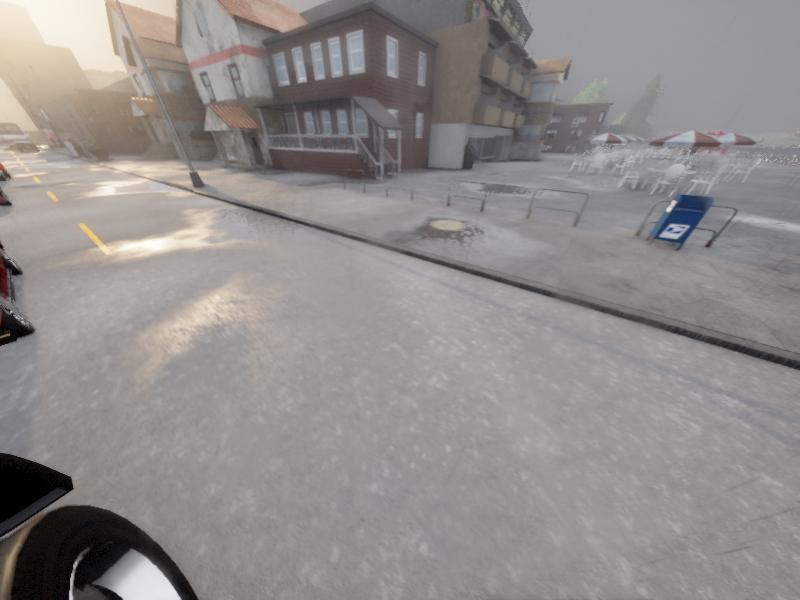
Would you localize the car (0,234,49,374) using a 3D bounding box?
[{"bbox_3d":[-6.886,-0.194,2.997,4.718,1.301,1.895,22,41,28],"label":"car"}]

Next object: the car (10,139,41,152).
[{"bbox_3d":[-61.918,-25.575,38.204,5.238,1.638,1.930,22,41,28],"label":"car"}]

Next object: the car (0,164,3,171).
[{"bbox_3d":[-32.632,-10.928,17.475,3.866,1.878,1.905,22,41,28],"label":"car"}]

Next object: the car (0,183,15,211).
[{"bbox_3d":[-16.553,-4.163,8.477,4.181,1.385,1.994,22,41,28],"label":"car"}]

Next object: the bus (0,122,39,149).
[{"bbox_3d":[-80.017,-33.939,47.633,10.273,4.253,3.944,22,41,28],"label":"bus"}]

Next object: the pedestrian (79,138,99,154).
[{"bbox_3d":[-43.215,-21.439,32.090,0.751,1.860,0.751,22,40,27],"label":"pedestrian"}]

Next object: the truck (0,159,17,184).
[{"bbox_3d":[-24.757,-7.951,12.833,5.204,2.467,2.627,22,40,28],"label":"truck"}]

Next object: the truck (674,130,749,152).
[{"bbox_3d":[67.174,-34.645,50.300,8.468,3.827,2.891,22,41,28],"label":"truck"}]
